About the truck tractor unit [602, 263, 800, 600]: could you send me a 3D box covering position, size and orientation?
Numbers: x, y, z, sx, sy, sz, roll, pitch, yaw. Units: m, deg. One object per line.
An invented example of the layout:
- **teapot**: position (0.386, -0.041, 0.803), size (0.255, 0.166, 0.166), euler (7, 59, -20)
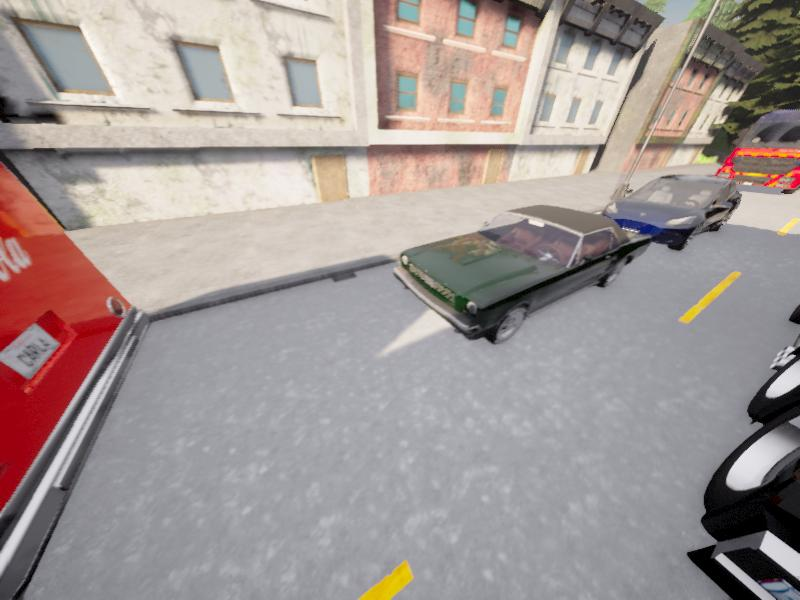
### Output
- **truck tractor unit**: position (5.116, -0.291, 0.802), size (6.516, 4.208, 3.053), euler (-18, 39, -25)

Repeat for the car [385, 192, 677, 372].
- **car**: position (2.290, -0.814, 4.061), size (4.718, 1.301, 1.895), euler (-18, 39, -25)

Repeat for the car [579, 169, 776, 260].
- **car**: position (8.019, -2.762, 6.745), size (4.792, 1.488, 2.163), euler (-18, 39, -24)

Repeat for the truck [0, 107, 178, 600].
- **truck**: position (-4.620, 0.947, 0.444), size (5.204, 2.467, 2.627), euler (-18, 39, -24)

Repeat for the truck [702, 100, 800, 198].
- **truck**: position (22.047, -8.412, 12.924), size (8.468, 3.827, 2.891), euler (-16, 38, -22)
